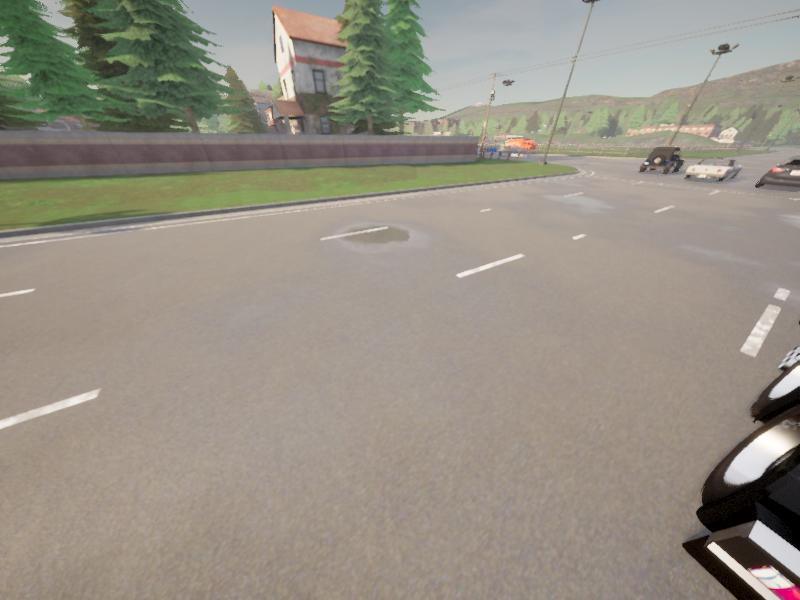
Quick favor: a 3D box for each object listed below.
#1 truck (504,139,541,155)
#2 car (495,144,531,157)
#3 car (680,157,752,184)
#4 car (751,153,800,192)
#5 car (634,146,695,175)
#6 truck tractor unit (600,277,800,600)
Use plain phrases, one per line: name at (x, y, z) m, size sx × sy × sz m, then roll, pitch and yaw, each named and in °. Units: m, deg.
truck at (23.338, -29.395, 44.300) m, size 2.627 × 2.467 × 5.204 m, roll -19°, pitch 39°, yaw -25°
car at (19.036, -25.409, 39.261) m, size 2.152 × 1.651 × 5.027 m, roll -19°, pitch 39°, yaw -25°
car at (22.571, -9.361, 16.523) m, size 4.718 × 1.301 × 1.895 m, roll -19°, pitch 39°, yaw -25°
car at (23.771, -7.591, 13.664) m, size 4.611 × 1.667 × 2.242 m, roll -19°, pitch 39°, yaw -25°
car at (22.498, -11.907, 19.658) m, size 3.866 × 1.878 × 1.905 m, roll -18°, pitch 39°, yaw -25°
truck tractor unit at (5.130, -0.281, 0.749) m, size 6.516 × 4.208 × 3.053 m, roll -17°, pitch 38°, yaw -23°
